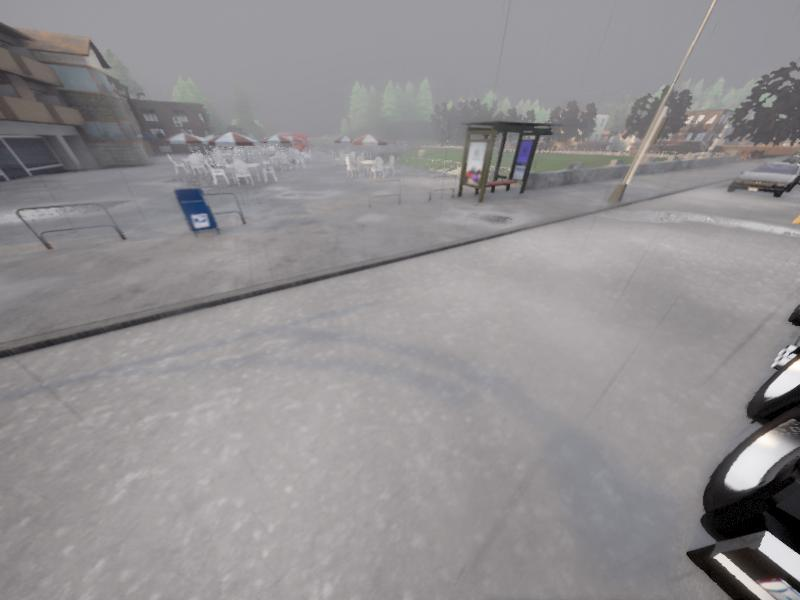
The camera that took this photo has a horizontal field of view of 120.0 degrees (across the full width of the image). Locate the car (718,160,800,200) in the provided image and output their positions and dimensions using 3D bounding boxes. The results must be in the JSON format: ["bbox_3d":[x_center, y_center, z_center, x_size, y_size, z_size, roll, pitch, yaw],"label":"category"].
[{"bbox_3d":[20.174,-6.660,12.574,5.357,1.411,2.033,-18,39,-24],"label":"car"}]

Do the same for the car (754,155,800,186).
[{"bbox_3d":[26.943,-8.921,15.778,4.514,1.525,2.007,-18,39,-25],"label":"car"}]

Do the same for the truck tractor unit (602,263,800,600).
[{"bbox_3d":[5.110,-0.301,0.790,6.516,4.208,3.053,-18,39,-24],"label":"truck tractor unit"}]

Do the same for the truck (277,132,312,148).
[{"bbox_3d":[-31.504,-47.820,69.140,8.468,3.827,2.891,-18,39,-24],"label":"truck"}]
